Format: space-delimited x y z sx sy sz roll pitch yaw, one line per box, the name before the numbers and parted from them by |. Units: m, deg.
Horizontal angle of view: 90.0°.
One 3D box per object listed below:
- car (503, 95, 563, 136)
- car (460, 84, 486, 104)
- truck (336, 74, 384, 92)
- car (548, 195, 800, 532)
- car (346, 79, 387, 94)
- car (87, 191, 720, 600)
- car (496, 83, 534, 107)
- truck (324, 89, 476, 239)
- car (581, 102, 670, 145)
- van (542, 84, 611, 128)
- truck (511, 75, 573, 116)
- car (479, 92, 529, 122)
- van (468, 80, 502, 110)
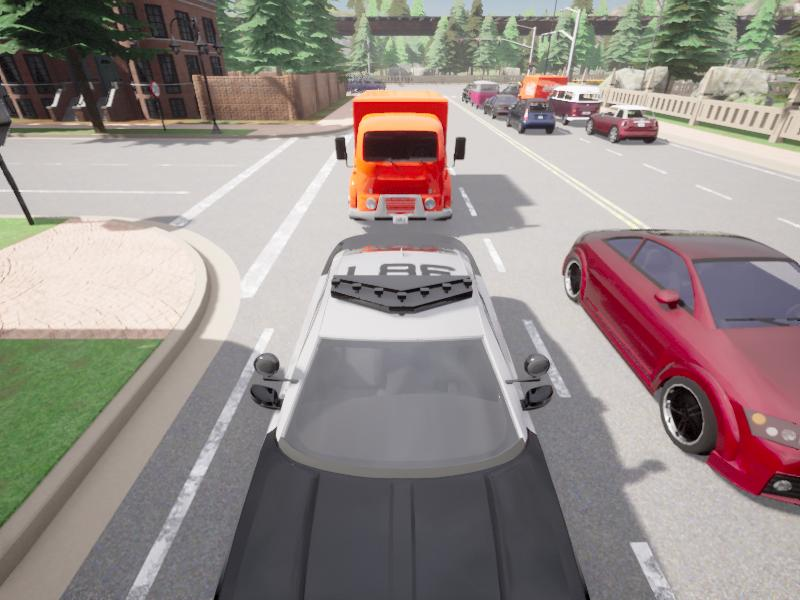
car | 7.011 -10.039 21.614 1.851 1.617 3.988 0 30 0
car | 7.012 -19.914 38.574 1.789 1.549 3.705 0 30 0
truck | -5.391 -29.822 55.004 6.274 2.098 2.390 0 30 0
car | 3.497 0.094 4.500 1.994 1.385 4.181 -1 30 -1
car | -4.284 -27.849 52.098 5.027 1.651 2.152 0 30 0
car | 0.012 0.614 3.354 1.930 1.638 5.238 0 30 0
car | 10.511 -18.964 36.875 2.033 1.649 4.856 0 30 0
truck | 0.006 -3.638 9.792 2.627 2.467 5.204 0 31 0
car | 10.509 -8.465 19.047 1.970 1.475 3.806 0 30 0
van | 10.510 -11.860 24.301 2.069 2.038 4.480 0 30 0
truck | 10.513 -15.545 30.185 2.627 2.467 5.204 0 30 0
car | 7.012 -13.356 27.504 2.033 1.411 5.357 0 30 0
van | 7.010 -17.194 33.489 1.775 1.987 4.442 0 30 0
